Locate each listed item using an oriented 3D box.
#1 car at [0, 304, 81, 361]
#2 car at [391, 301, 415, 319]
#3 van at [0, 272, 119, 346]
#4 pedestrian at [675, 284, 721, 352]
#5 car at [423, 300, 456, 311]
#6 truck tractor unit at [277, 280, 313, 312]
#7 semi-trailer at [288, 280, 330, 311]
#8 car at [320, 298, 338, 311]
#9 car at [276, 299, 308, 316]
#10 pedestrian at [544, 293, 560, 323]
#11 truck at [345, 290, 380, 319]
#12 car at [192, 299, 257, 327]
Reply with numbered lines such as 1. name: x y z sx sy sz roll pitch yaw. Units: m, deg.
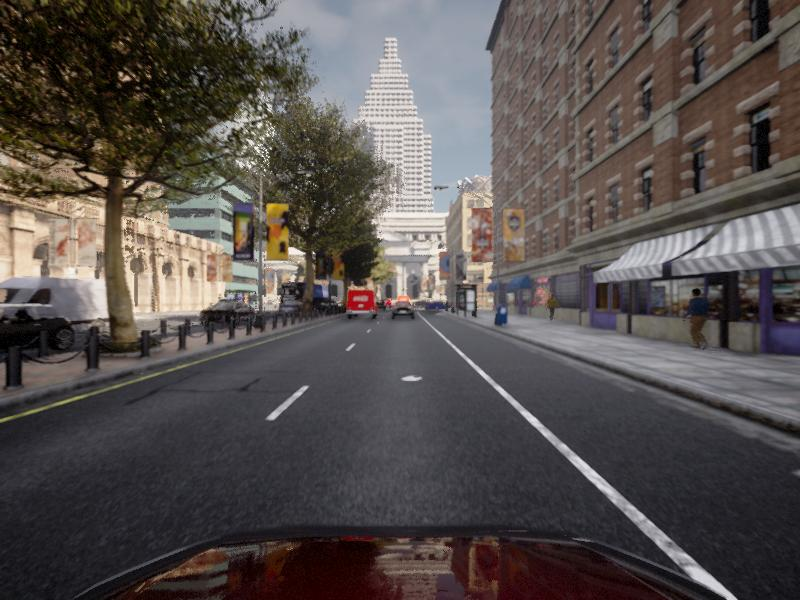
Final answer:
1. car: -11.438 0.856 11.201 1.970 1.475 3.806 0 0 1
2. car: 0.289 0.836 36.949 2.038 1.542 4.974 0 0 1
3. van: -14.894 0.327 16.765 1.988 2.561 5.915 0 0 1
4. pedestrian: 8.488 0.490 11.419 0.751 1.860 0.751 0 0 3
5. car: 6.021 0.843 59.975 5.008 1.535 1.882 0 -1 -39
6. truck tractor unit: -14.428 -0.504 55.621 3.053 4.208 6.516 0 0 2
7. semi-trailer: -14.095 -0.598 63.527 2.717 4.402 14.254 0 0 3
8. car: -10.985 0.672 62.042 1.932 1.855 4.605 0 0 1
9. car: -11.169 0.792 41.721 2.033 1.649 4.856 0 -1 1
10. pedestrian: 9.529 0.494 25.152 0.751 1.860 0.751 0 0 3
11. truck: -3.221 0.368 35.694 2.627 2.467 5.204 0 0 1
12. car: -11.307 0.778 26.277 1.930 1.638 5.238 0 0 1
